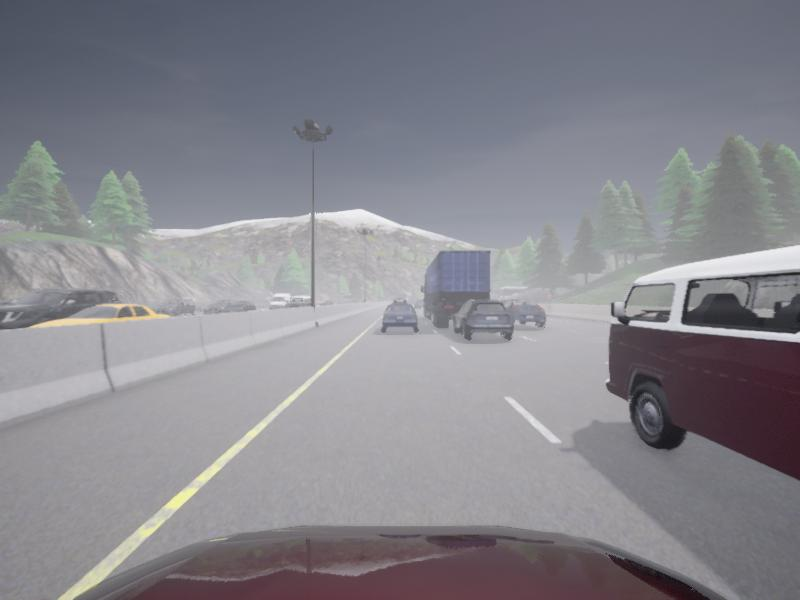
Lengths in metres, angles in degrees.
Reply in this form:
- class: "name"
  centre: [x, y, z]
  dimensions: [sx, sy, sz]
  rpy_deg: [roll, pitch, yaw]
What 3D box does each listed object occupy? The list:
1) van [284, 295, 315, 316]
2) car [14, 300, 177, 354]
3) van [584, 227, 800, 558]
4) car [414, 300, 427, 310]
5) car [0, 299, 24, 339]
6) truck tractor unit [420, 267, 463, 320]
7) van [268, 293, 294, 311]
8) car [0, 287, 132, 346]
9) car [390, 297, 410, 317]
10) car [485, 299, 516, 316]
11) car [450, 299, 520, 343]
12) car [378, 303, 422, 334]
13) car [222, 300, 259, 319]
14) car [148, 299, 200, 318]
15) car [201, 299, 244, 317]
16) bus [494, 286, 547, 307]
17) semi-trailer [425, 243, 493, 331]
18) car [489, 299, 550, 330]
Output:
- class: "van"
  centre: [-10.498, 0.557, 42.130]
  dimensions: [2.069, 2.038, 4.480]
  rpy_deg: [0, 0, 0]
- class: "car"
  centre: [-10.500, 0.796, 14.512]
  dimensions: [1.801, 1.575, 5.366]
  rpy_deg: [0, 0, 0]
- class: "van"
  centre: [3.499, 0.569, 3.126]
  dimensions: [2.069, 2.038, 4.480]
  rpy_deg: [0, 0, 0]
- class: "car"
  centre: [3.458, 0.755, 67.982]
  dimensions: [2.033, 1.649, 4.856]
  rpy_deg: [0, 0, 0]
- class: "car"
  centre: [-17.499, 0.776, 14.975]
  dimensions: [2.152, 1.651, 5.027]
  rpy_deg: [0, 0, 0]
- class: "truck tractor unit"
  centre: [3.475, -0.532, 35.072]
  dimensions: [3.053, 4.208, 6.516]
  rpy_deg: [0, 0, 0]
- class: "van"
  centre: [-17.500, 0.302, 59.142]
  dimensions: [1.988, 2.561, 5.915]
  rpy_deg: [0, 0, 0]
- class: "car"
  centre: [-13.999, 0.562, 16.505]
  dimensions: [2.150, 2.045, 5.566]
  rpy_deg: [0, 0, 0]
- class: "car"
  centre: [0.005, 0.639, 40.092]
  dimensions: [1.932, 1.855, 4.605]
  rpy_deg: [0, 0, 0]
- class: "car"
  centre: [10.500, 0.763, 42.007]
  dimensions: [2.033, 1.649, 4.856]
  rpy_deg: [0, 0, 0]
- class: "car"
  centre: [3.496, 0.772, 17.437]
  dimensions: [2.033, 1.649, 4.856]
  rpy_deg: [0, 0, 0]
- class: "car"
  centre: [0.002, 0.887, 21.368]
  dimensions: [2.033, 1.411, 5.357]
  rpy_deg: [0, 0, 0]
- class: "car"
  centre: [-13.998, 0.804, 35.392]
  dimensions: [1.789, 1.549, 3.705]
  rpy_deg: [0, 0, 0]
- class: "car"
  centre: [-20.996, 0.744, 37.387]
  dimensions: [2.242, 1.667, 4.611]
  rpy_deg: [0, 0, 0]
- class: "car"
  centre: [-17.500, 0.743, 39.753]
  dimensions: [2.242, 1.667, 4.611]
  rpy_deg: [0, 0, 0]
- class: "bus"
  centre: [25.749, -0.747, 85.931]
  dimensions: [10.273, 4.253, 3.944]
  rpy_deg: [1, 0, 1]
- class: "semi-trailer"
  centre: [3.386, -0.628, 27.156]
  dimensions: [2.717, 4.402, 14.254]
  rpy_deg: [0, 0, 1]
- class: "car"
  centre: [7.000, 0.772, 24.029]
  dimensions: [2.152, 1.651, 5.027]
  rpy_deg: [0, 0, 0]
